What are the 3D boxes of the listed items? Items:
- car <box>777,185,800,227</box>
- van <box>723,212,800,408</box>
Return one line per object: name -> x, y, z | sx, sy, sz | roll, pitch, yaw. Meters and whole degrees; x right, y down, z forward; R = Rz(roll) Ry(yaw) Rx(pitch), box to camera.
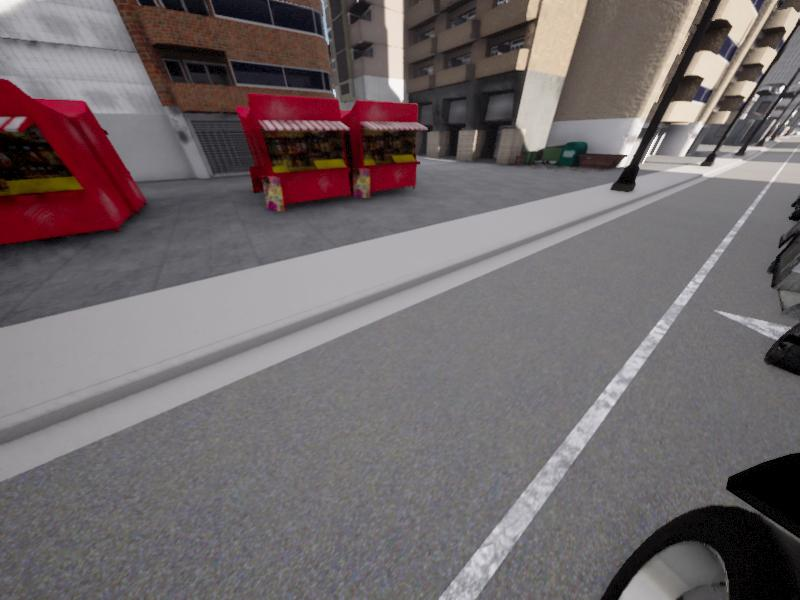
car -> 14.674, -3.371, 7.373 | 4.902, 1.511, 2.128 | -22, 41, -28
van -> 7.016, -0.629, 2.697 | 6.366, 2.431, 2.351 | -22, 41, -28
